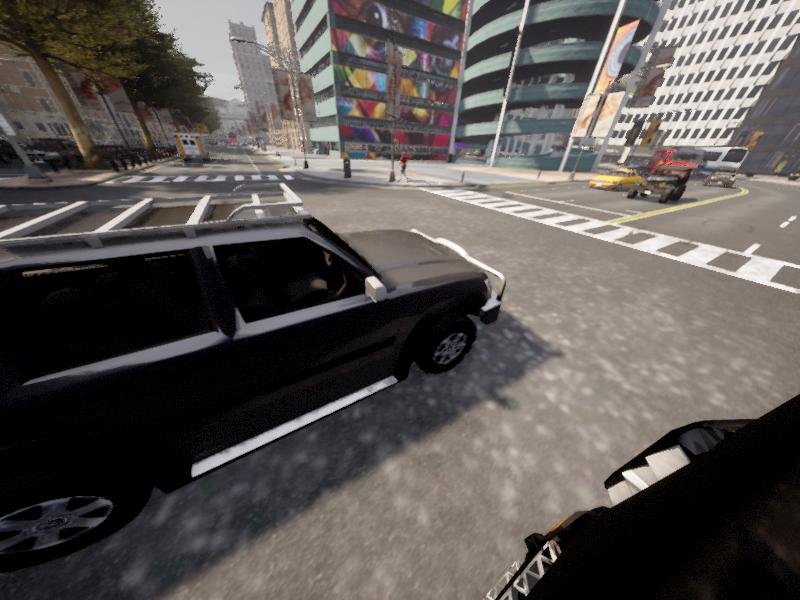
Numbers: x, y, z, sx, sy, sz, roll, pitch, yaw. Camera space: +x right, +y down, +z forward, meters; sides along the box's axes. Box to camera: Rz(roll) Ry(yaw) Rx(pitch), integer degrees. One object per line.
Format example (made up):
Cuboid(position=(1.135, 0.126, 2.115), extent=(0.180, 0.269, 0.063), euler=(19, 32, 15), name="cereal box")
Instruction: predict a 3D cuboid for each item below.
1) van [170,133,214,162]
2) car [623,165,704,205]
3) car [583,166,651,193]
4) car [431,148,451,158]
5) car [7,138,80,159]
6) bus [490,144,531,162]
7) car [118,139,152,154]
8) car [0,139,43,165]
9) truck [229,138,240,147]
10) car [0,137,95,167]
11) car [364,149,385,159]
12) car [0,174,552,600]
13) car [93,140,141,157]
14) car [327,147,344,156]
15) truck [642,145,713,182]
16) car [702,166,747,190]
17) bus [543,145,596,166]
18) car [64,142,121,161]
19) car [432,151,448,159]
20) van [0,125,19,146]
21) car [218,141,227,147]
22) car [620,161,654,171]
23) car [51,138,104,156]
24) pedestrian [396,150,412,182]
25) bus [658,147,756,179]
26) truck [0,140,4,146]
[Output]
Cuboid(position=(-23.027, -17.079, 25.898), extent=(2.351, 2.431, 6.366), euler=(-16, 38, -26), name="van")
Cuboid(position=(16.498, -7.316, 14.517), extent=(3.866, 1.878, 1.905), euler=(-17, 38, -27), name="car")
Cuboid(position=(17.282, -9.643, 18.372), extent=(5.366, 1.575, 1.801), euler=(-16, 38, -26), name="car")
Cuboid(position=(11.370, -41.304, 65.003), extent=(2.435, 2.045, 5.566), euler=(-16, 38, -26), name="car")
Cuboid(position=(-33.671, -14.518, 22.069), extent=(2.007, 1.525, 4.514), euler=(-16, 38, -26), name="car")
Cuboid(position=(32.985, -44.410, 69.623), extent=(3.944, 4.253, 10.273), euler=(-16, 38, -26), name="bus")
Cuboid(position=(-36.710, -21.359, 32.112), extent=(1.851, 1.617, 3.988), euler=(-16, 38, -26), name="car")
Cuboid(position=(-30.284, -11.213, 17.398), extent=(1.812, 1.442, 4.674), euler=(-16, 38, -26), name="car")
Cuboid(position=(-59.651, -56.805, 83.212), extent=(2.627, 2.467, 5.204), euler=(-16, 38, -26), name="truck")
Cuboid(position=(-26.351, -11.246, 17.529), extent=(2.242, 1.667, 4.611), euler=(-16, 38, -26), name="car")
Cuboid(position=(-4.986, -28.602, 45.242), extent=(2.128, 1.511, 4.902), euler=(-16, 38, -26), name="car")
Cuboid(position=(-1.203, -0.003, 2.190), extent=(4.605, 1.855, 1.932), euler=(-16, 38, -26), name="car")
Cuboid(position=(-33.365, -18.043, 27.432), extent=(2.128, 1.511, 4.902), euler=(-16, 38, -26), name="car")
Cuboid(position=(-14.390, -33.257, 51.662), extent=(2.161, 1.482, 4.786), euler=(-16, 38, -26), name="car")
Cuboid(position=(38.076, -19.211, 32.313), extent=(2.891, 3.827, 8.468), euler=(19, 37, 23), name="truck")
Cuboid(position=(33.531, -12.777, 24.013), extent=(3.866, 1.878, 1.905), euler=(-24, 42, -35), name="car")
Cuboid(position=(45.714, -39.321, 62.863), extent=(3.944, 4.253, 10.273), euler=(-16, 38, -26), name="bus")
Cuboid(position=(-30.010, -14.693, 22.745), extent=(1.994, 1.385, 4.181), euler=(-16, 38, -26), name="car")
Cuboid(position=(11.324, -41.006, 65.261), extent=(2.007, 1.523, 4.514), euler=(-16, 38, -26), name="car")
Cuboid(position=(-62.835, -24.507, 34.118), extent=(5.915, 2.561, 1.988), euler=(-17, 38, -28), name="van")
Cuboid(position=(-58.127, -51.252, 75.789), extent=(1.845, 1.501, 3.633), euler=(-17, 39, -28), name="car")
Cuboid(position=(53.490, -30.321, 52.250), extent=(2.038, 1.542, 4.974), euler=(-3, 34, -8), name="car")
Cuboid(position=(-36.993, -17.726, 26.704), extent=(1.837, 1.490, 4.892), euler=(-16, 38, -27), name="car")
Cuboid(position=(0.261, -9.302, 16.042), extent=(0.751, 1.860, 0.751), euler=(25, 39, 29), name="pedestrian")
Cuboid(position=(52.974, -24.323, 40.729), extent=(3.944, 4.253, 10.273), euler=(7, 34, 7), name="bus")
Cuboid(position=(-61.126, -22.533, 31.657), extent=(6.274, 2.098, 2.390), euler=(-17, 38, -27), name="truck")
